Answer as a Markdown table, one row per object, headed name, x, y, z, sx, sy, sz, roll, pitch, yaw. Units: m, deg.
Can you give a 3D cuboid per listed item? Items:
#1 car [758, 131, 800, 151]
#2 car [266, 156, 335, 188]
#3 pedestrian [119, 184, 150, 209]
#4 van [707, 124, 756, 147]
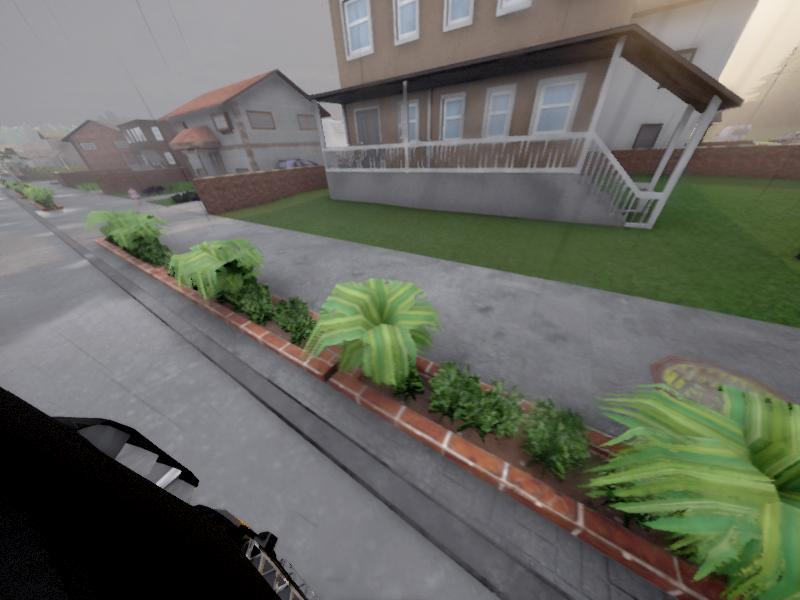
| name | x | y | z | sx | sy | sz | roll | pitch | yaw |
| --- | --- | --- | --- | --- | --- | --- | --- | --- | --- |
| car | 43.421 | -17.744 | 25.693 | 2.033 | 1.649 | 4.856 | 17 | 39 | 28 |
| car | -6.543 | -8.695 | 15.589 | 1.845 | 1.501 | 3.633 | 17 | 39 | 28 |
| pedestrian | -13.571 | -5.302 | 11.838 | 0.500 | 1.100 | 0.500 | 17 | 38 | 27 |
| van | 51.592 | -25.681 | 36.163 | 1.988 | 2.561 | 5.915 | 17 | 39 | 28 |
